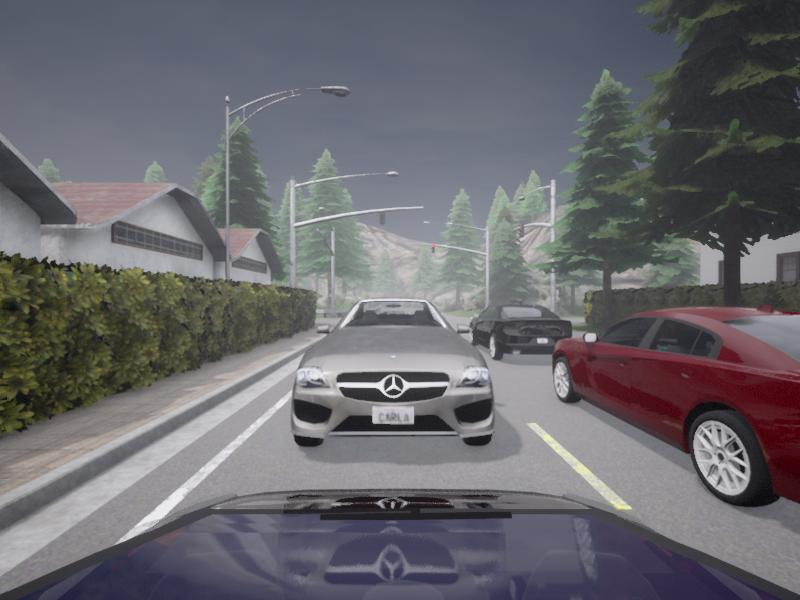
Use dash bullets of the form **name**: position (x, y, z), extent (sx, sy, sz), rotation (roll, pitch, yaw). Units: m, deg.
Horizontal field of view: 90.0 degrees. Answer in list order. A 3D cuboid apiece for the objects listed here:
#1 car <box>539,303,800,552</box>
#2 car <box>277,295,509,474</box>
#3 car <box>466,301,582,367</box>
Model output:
- **car**: position (3.438, 0.819, 4.591), extent (1.882, 1.535, 5.008), rotation (0, 0, -1)
- **car**: position (-0.100, 0.775, 6.220), extent (2.152, 1.651, 5.027), rotation (0, 0, -1)
- **car**: position (3.355, 0.814, 11.973), extent (1.882, 1.535, 5.008), rotation (0, 0, -1)
